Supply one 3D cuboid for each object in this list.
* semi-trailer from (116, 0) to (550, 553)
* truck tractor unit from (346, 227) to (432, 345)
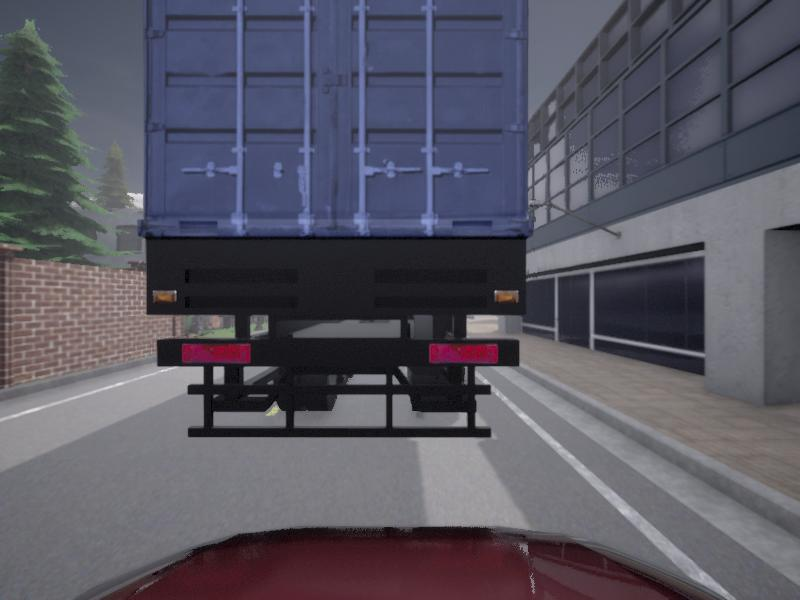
[{"bbox_3d":[-0.393,-0.609,9.631,2.717,4.402,14.254,0,0,0],"label":"semi-trailer"},{"bbox_3d":[-0.336,-0.510,17.543,3.053,4.208,6.516,0,0,1],"label":"truck tractor unit"}]
